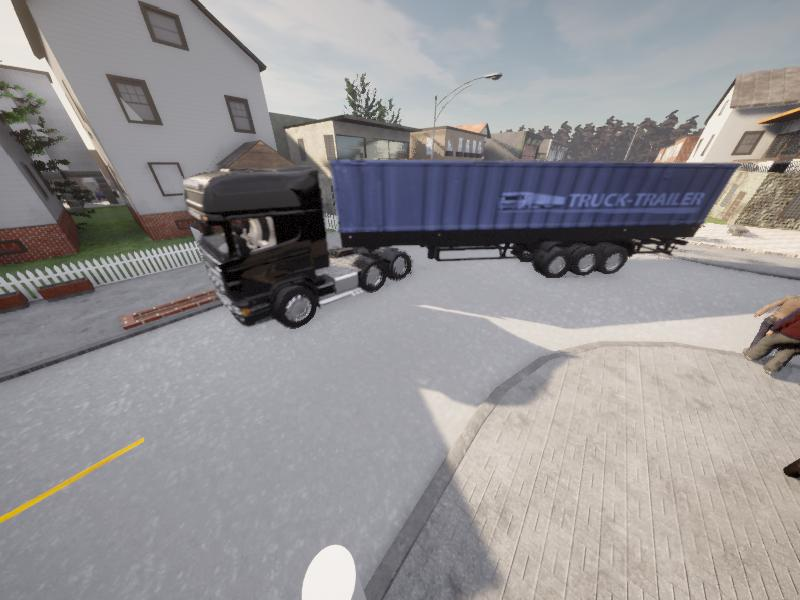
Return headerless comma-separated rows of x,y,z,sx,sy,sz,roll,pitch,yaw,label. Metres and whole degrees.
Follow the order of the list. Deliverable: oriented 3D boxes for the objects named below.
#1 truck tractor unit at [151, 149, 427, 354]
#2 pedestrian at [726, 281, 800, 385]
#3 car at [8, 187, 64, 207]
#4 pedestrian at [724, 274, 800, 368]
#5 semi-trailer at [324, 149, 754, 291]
-2.452,-2.196,7.575,3.053,4.208,6.516,25,38,37,truck tractor unit
8.042,0.680,4.713,0.751,1.860,0.751,19,35,29,pedestrian
-43.673,-12.532,27.911,2.242,1.667,4.611,-23,37,-34,car
8.620,0.489,5.251,0.751,1.860,0.751,-21,36,-32,pedestrian
4.816,-3.356,9.376,14.254,4.402,2.717,-4,29,-6,semi-trailer
